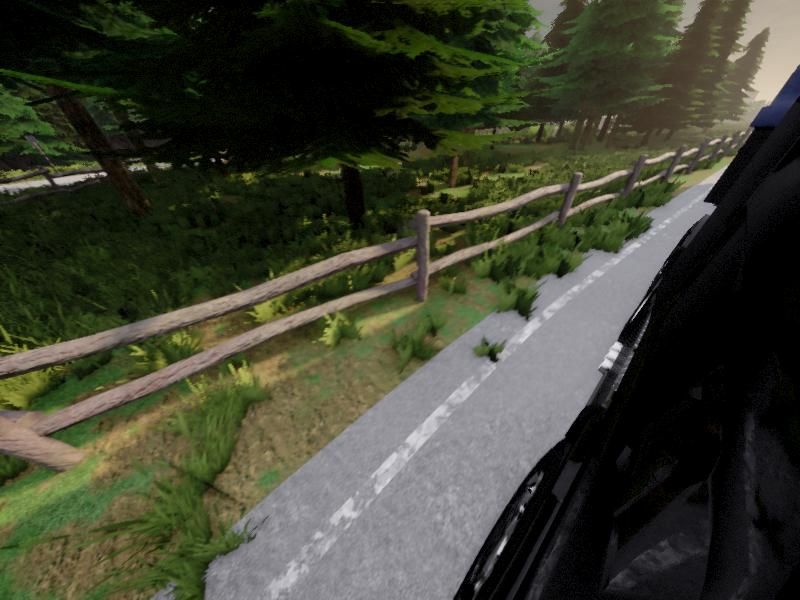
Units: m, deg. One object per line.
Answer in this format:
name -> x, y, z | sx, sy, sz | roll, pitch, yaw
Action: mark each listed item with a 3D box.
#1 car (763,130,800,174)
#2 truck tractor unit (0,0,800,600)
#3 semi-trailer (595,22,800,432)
car -> 18.561, -6.602, 10.223 | 4.181, 1.385, 1.994 | -25, 42, -27
truck tractor unit -> 2.645, -0.295, 0.351 | 6.516, 4.208, 3.053 | -28, 44, -30
semi-trailer -> 8.875, -3.470, 4.060 | 14.254, 4.402, 2.717 | -26, 43, -28
